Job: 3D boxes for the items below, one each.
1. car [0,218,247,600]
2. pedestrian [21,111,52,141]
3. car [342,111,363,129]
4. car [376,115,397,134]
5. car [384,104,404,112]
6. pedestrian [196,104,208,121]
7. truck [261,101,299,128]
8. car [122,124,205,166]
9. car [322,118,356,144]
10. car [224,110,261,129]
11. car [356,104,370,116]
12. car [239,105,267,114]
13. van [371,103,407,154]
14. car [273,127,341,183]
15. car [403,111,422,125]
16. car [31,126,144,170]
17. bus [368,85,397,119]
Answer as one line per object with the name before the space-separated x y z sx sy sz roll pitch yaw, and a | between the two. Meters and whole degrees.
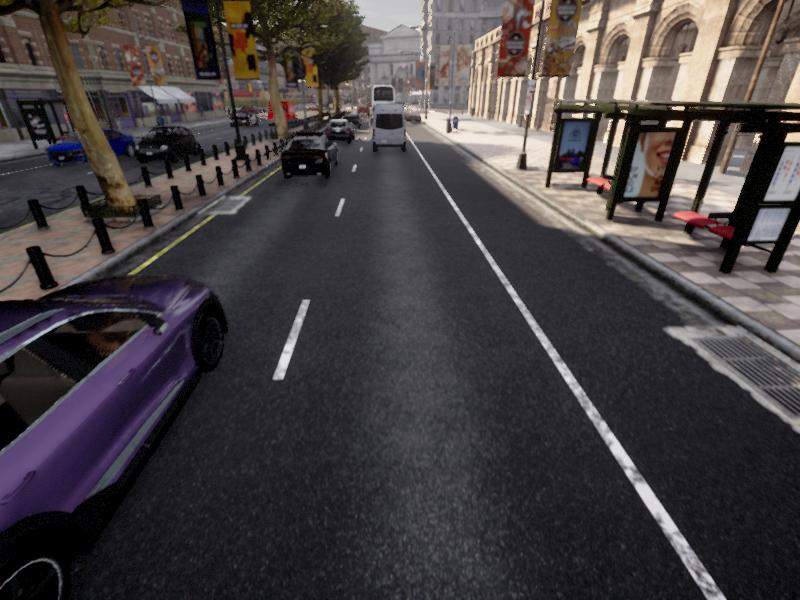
car | -3.162 0.810 3.287 2.033 1.649 4.856 -1 27 -2
pedestrian | -25.237 -12.060 27.796 0.751 1.860 0.751 0 27 0
car | -5.024 -19.194 42.509 1.837 1.490 4.892 -1 27 -2
car | -1.279 -16.493 37.447 1.895 1.301 4.718 -1 27 -2
car | -1.169 -38.672 80.573 3.806 1.475 1.970 -4 27 -7
pedestrian | -25.080 -23.733 50.598 0.751 1.860 0.751 0 27 0
truck | -13.119 -20.556 44.095 2.627 2.467 5.204 -1 27 -2
car | -11.997 -8.080 20.680 1.851 1.617 3.988 -1 27 -2
car | -4.409 -12.505 29.463 1.970 1.475 3.806 -1 27 -2
car | -16.528 -19.107 42.307 2.038 1.542 4.974 -1 27 -2
car | -6.258 -32.415 68.193 2.152 1.651 5.027 -1 27 -2
car | -26.690 -34.574 72.703 4.181 1.385 1.994 5 27 9
van | -0.723 -11.086 25.522 1.988 2.561 5.915 -1 27 -2
car | -3.842 -6.487 17.525 1.930 1.638 5.238 -1 27 -2
car | 1.468 -21.931 48.057 1.895 1.301 4.718 -1 27 -2
car | -15.478 -7.834 20.276 1.882 1.535 5.008 -1 27 -2
bus | -2.475 -29.811 60.221 3.944 4.253 10.273 0 27 -1
